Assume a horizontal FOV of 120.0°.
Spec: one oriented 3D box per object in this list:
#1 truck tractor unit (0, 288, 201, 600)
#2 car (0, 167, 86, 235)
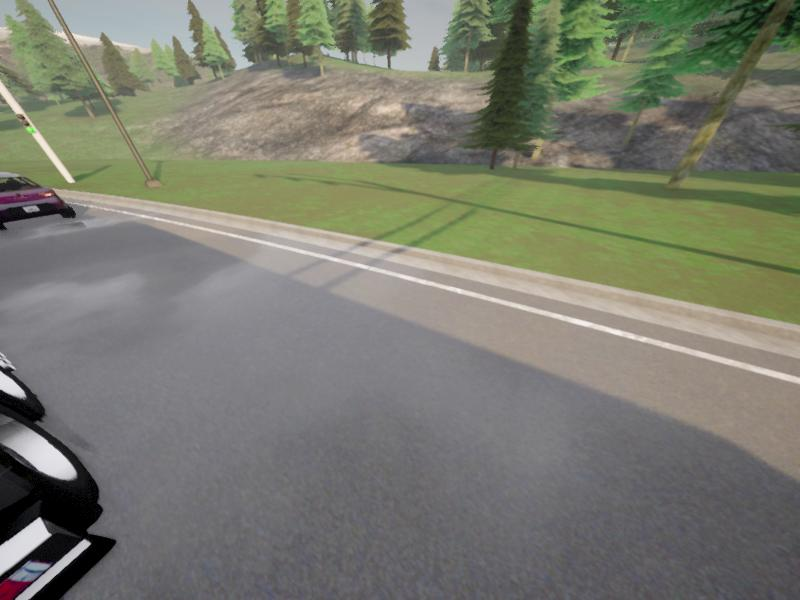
[{"bbox_3d":[-5.156,-0.254,0.715,6.516,4.208,3.053,17,39,22],"label":"truck tractor unit"},{"bbox_3d":[-13.537,-3.502,7.854,4.193,1.474,1.816,14,37,19],"label":"car"}]
